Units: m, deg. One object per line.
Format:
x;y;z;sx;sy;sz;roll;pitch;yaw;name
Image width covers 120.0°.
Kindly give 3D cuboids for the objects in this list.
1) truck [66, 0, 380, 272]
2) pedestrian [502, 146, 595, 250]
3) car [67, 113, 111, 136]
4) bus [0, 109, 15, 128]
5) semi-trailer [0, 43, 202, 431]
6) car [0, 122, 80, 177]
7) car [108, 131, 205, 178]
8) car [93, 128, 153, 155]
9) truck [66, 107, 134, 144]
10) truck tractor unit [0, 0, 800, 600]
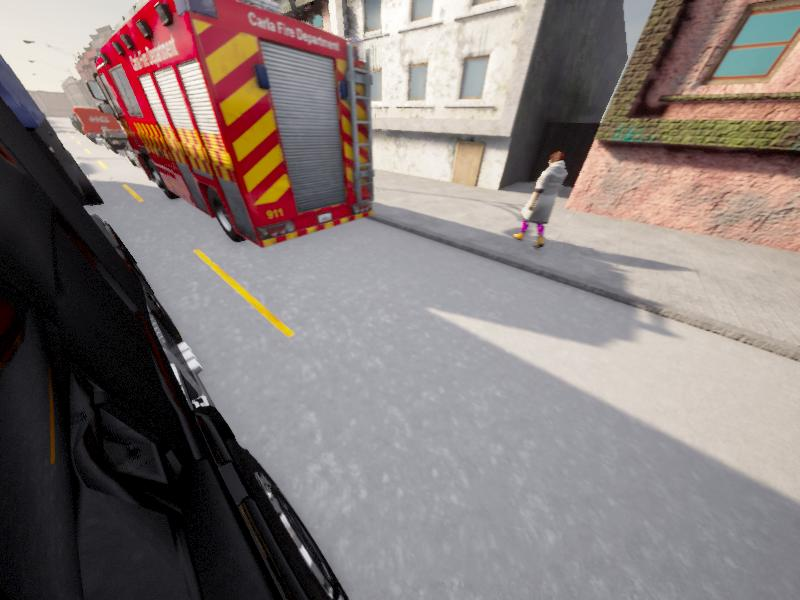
-4.633;-4.398;6.040;8.468;3.827;2.891;28;43;29;truck
3.006;-2.112;4.895;0.751;1.860;0.751;-10;39;-16;pedestrian
-37.531;-21.171;27.845;5.566;2.045;2.150;28;44;30;car
-60.511;-24.943;29.590;3.944;4.253;10.273;20;40;22;bus
-8.697;-3.605;4.230;14.254;4.402;2.717;28;44;30;semi-trailer
-16.959;-6.902;10.405;4.611;1.667;2.242;28;44;30;car
-12.110;-7.362;11.481;4.792;1.488;2.163;28;44;30;car
-19.970;-11.483;16.641;4.718;1.301;1.895;28;44;30;car
-27.754;-16.138;21.375;5.204;2.467;2.627;28;44;30;truck
-2.645;-0.295;0.351;6.516;4.208;3.053;28;44;30;truck tractor unit
